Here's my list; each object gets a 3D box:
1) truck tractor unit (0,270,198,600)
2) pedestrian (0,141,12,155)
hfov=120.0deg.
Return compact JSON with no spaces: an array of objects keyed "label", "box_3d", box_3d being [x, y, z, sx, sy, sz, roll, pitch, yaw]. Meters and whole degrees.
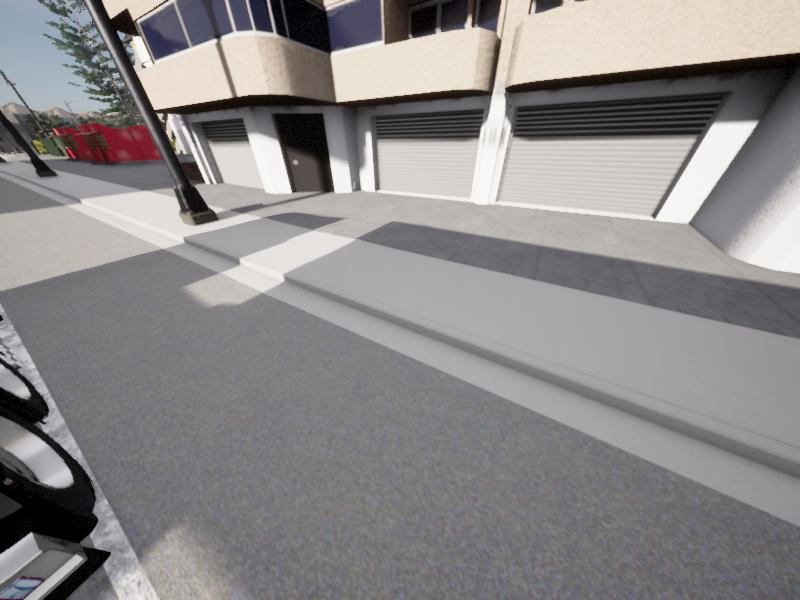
[{"label":"truck tractor unit","box_3d":[-5.113,-0.301,0.752,6.516,4.208,3.053,18,39,23]},{"label":"pedestrian","box_3d":[-64.221,-24.402,37.167,0.751,1.860,0.751,1,35,3]}]
